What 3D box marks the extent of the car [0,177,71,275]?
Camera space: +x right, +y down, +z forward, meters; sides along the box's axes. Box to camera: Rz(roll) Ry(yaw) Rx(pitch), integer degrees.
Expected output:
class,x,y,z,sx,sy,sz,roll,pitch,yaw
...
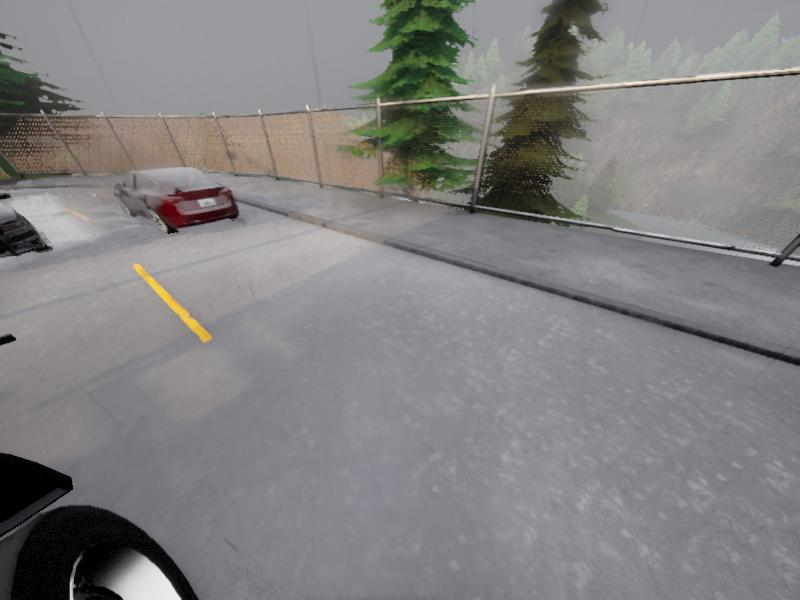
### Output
class,x,y,z,sx,sy,sz,roll,pitch,yaw
car,-10.154,-1.880,5.067,5.238,1.638,1.930,18,38,23

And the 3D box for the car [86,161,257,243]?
class,x,y,z,sx,sy,sz,roll,pitch,yaw
car,-7.173,-3.338,7.296,4.792,1.488,2.163,21,40,26
